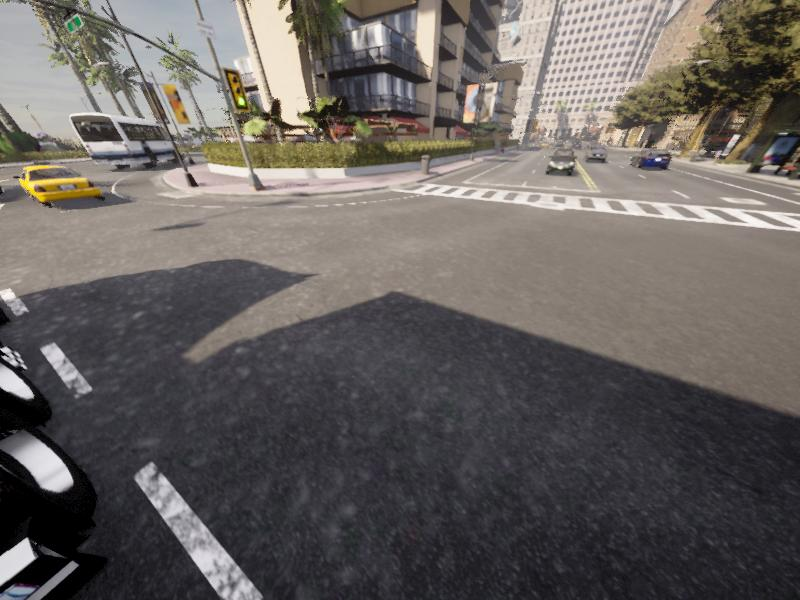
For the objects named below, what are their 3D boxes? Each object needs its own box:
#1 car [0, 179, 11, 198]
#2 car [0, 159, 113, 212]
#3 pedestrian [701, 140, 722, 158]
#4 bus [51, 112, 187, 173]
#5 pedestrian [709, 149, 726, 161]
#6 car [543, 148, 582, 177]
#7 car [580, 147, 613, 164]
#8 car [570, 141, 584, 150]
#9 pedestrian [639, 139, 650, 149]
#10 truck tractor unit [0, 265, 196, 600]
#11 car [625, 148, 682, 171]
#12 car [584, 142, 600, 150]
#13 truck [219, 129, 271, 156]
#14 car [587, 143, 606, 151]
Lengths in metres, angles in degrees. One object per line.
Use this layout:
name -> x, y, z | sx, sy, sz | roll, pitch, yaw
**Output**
car -> -20.977, -5.351, 10.730 | 1.994, 1.385, 4.181 | -30, 44, -35
car -> -15.666, -5.362, 10.503 | 5.366, 1.575, 1.801 | 19, 39, 26
pedestrian -> 37.899, -18.398, 28.135 | 0.751, 1.860, 0.751 | -26, 42, -32
bus -> -27.733, -16.422, 24.199 | 3.944, 4.253, 10.273 | -12, 36, -15
pedestrian -> 33.789, -15.424, 24.567 | 0.500, 1.100, 0.500 | 17, 39, 24
car -> 12.392, -10.637, 17.772 | 1.851, 1.617, 3.988 | 18, 39, 24
car -> 22.370, -16.652, 26.505 | 2.033, 1.411, 5.357 | 18, 39, 24
car -> 41.303, -36.089, 54.053 | 2.033, 1.649, 4.856 | 18, 39, 24
pedestrian -> 54.133, -34.513, 51.138 | 0.751, 1.860, 0.751 | 14, 37, 19
truck tractor unit -> -5.111, -0.300, 0.790 | 6.516, 4.208, 3.053 | 18, 38, 24
car -> 22.492, -12.738, 20.799 | 2.163, 1.488, 4.792 | 18, 39, 24
car -> 47.627, -38.402, 57.440 | 2.163, 1.488, 4.792 | 17, 39, 24
truck -> -28.457, -29.341, 43.156 | 2.891, 3.827, 8.468 | 4, 35, 6
car -> 43.646, -34.170, 51.460 | 2.033, 1.411, 5.357 | 15, 38, 21
